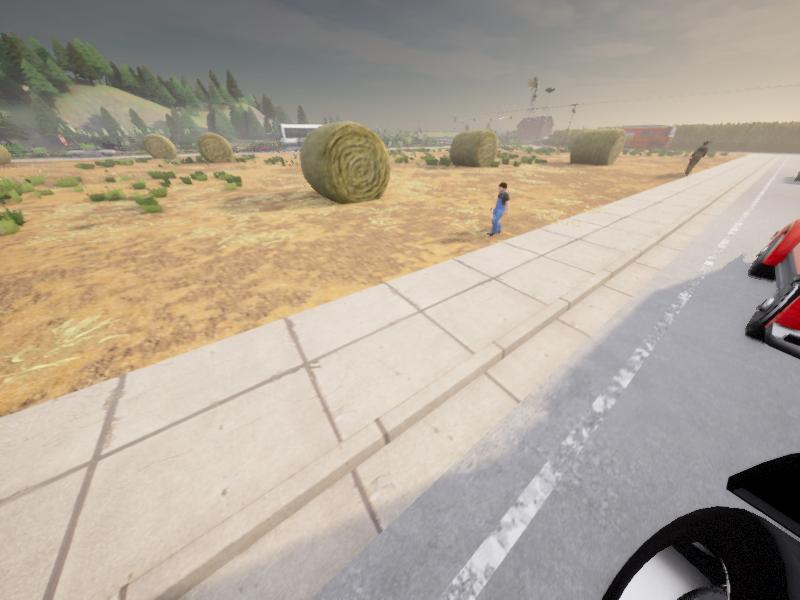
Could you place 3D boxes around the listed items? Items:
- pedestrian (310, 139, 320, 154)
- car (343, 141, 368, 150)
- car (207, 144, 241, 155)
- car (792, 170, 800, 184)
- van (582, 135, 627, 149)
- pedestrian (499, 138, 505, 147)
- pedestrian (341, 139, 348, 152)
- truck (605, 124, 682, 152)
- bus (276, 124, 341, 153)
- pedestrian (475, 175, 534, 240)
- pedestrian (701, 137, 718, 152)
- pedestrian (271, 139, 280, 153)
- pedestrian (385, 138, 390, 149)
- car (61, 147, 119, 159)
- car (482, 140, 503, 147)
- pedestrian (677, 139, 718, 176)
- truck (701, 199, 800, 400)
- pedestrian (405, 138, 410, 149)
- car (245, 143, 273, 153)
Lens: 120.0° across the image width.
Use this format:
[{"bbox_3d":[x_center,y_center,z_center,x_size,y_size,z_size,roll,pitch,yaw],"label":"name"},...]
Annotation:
[{"bbox_3d":[-12.990,-23.473,35.366,0.751,1.860,0.751,5,36,7],"label":"pedestrian"},{"bbox_3d":[-9.909,-34.324,51.232,4.856,1.649,2.033,-20,40,-25],"label":"car"},{"bbox_3d":[-29.164,-25.118,38.487,4.193,1.474,1.816,-19,39,-25],"label":"car"},{"bbox_3d":[24.677,-7.470,13.086,4.181,1.385,1.994,-22,41,-28],"label":"car"},{"bbox_3d":[43.408,-33.665,49.185,2.351,2.431,6.366,-22,40,-27],"label":"van"},{"bbox_3d":[25.924,-40.003,58.515,0.751,1.860,0.751,-29,44,-34],"label":"pedestrian"},{"bbox_3d":[-9.667,-26.915,40.219,0.751,1.860,0.751,5,36,8],"label":"pedestrian"},{"bbox_3d":[44.353,-29.830,42.526,2.891,3.827,8.468,-22,40,-27],"label":"truck"},{"bbox_3d":[-17.022,-30.586,43.727,10.273,4.253,3.944,-20,40,-25],"label":"bus"},{"bbox_3d":[2.482,-2.271,5.667,0.751,1.300,0.751,-9,36,-12],"label":"pedestrian"},{"bbox_3d":[46.668,-23.441,34.846,0.751,1.860,0.751,29,45,35],"label":"pedestrian"},{"bbox_3d":[-20.353,-25.229,37.923,0.751,1.860,0.751,-12,37,-15],"label":"pedestrian"},{"bbox_3d":[-2.520,-32.084,47.482,0.751,1.860,0.751,-16,38,-20],"label":"pedestrian"},{"bbox_3d":[-45.289,-21.719,33.967,4.718,1.301,1.895,-19,39,-25],"label":"car"},{"bbox_3d":[25.137,-42.647,62.907,4.792,1.488,2.163,-1,35,0],"label":"car"},{"bbox_3d":[18.308,-8.786,14.276,0.751,1.860,0.751,26,43,33],"label":"pedestrian"},{"bbox_3d":[6.575,-0.540,2.483,5.204,2.467,2.627,-21,40,-28],"label":"truck"},{"bbox_3d":[1.542,-32.615,48.198,0.751,1.860,0.751,-18,39,-23],"label":"pedestrian"},{"bbox_3d":[-26.322,-28.477,43.223,4.193,1.474,1.816,-19,39,-25],"label":"car"}]
